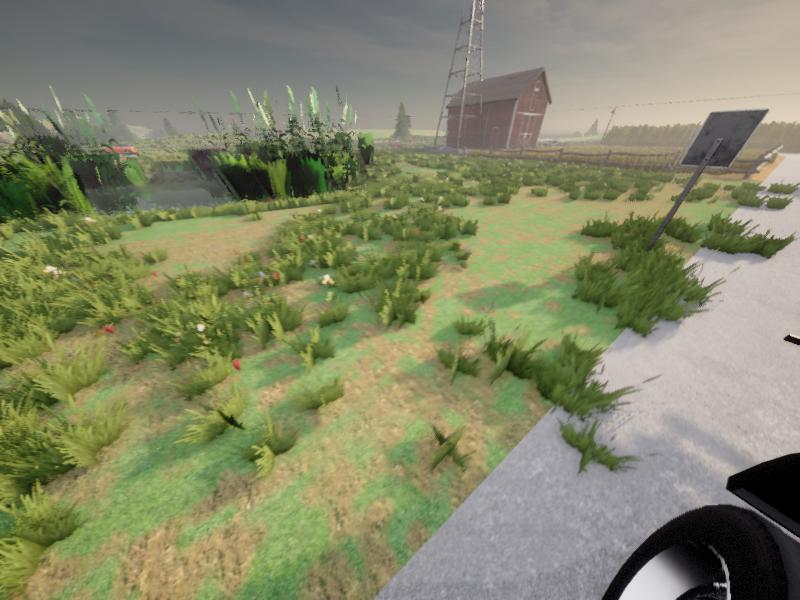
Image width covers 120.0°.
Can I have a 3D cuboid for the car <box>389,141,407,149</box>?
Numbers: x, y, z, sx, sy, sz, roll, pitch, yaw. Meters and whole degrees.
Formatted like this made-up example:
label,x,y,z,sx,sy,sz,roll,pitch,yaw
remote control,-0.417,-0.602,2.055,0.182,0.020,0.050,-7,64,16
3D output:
label,x,y,z,sx,sy,sz,roll,pitch,yaw
car,-0.378,-37.222,55.428,3.806,1.475,1.970,-18,39,-23
